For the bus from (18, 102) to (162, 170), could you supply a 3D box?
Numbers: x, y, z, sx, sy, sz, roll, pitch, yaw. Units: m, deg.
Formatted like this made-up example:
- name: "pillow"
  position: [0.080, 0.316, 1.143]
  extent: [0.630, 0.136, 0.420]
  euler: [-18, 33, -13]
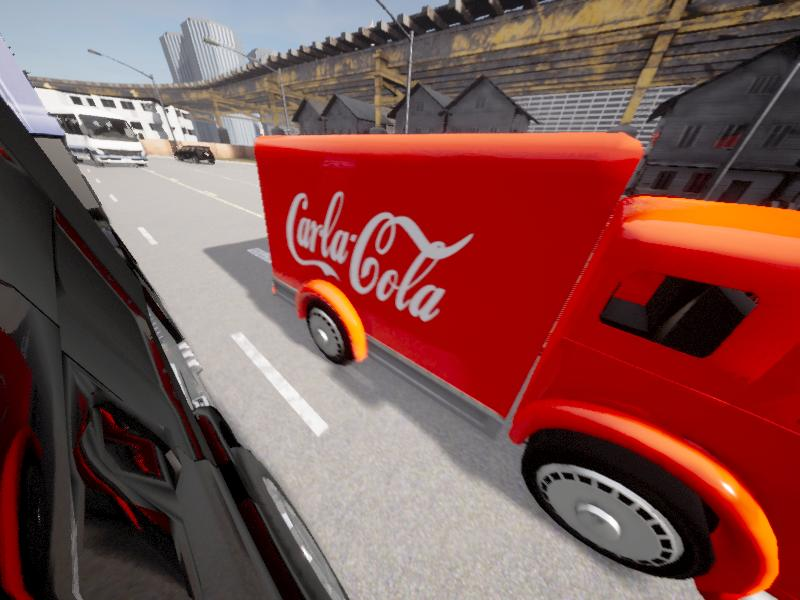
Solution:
- name: "bus"
  position: [-28.063, -14.772, 21.122]
  extent: [10.273, 4.253, 3.944]
  euler: [17, 33, 20]

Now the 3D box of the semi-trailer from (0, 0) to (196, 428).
- name: "semi-trailer"
  position: [-8.724, -3.344, 4.524]
  extent: [14.254, 4.402, 2.717]
  euler: [25, 37, 32]

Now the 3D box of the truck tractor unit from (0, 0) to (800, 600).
- name: "truck tractor unit"
  position: [-2.645, -0.295, 0.352]
  extent: [6.516, 4.208, 3.053]
  euler: [28, 44, 30]

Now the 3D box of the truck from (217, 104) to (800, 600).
- name: "truck"
  position: [0.874, -0.236, 2.550]
  extent: [5.204, 2.467, 2.627]
  euler: [26, 38, 31]

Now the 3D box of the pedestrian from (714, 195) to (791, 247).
- name: "pedestrian"
  position: [14.464, -3.261, 9.569]
  extent: [0.751, 1.860, 0.751]
  euler: [20, 35, 24]

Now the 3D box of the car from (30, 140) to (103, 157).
- name: "car"
  position: [-42.769, -19.463, 29.767]
  extent: [5.357, 1.411, 2.033]
  euler: [1, 32, -5]

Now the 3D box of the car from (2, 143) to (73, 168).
- name: "car"
  position: [-29.498, -11.771, 18.806]
  extent: [5.357, 1.411, 2.033]
  euler: [20, 35, 24]

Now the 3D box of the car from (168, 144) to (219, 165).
- name: "car"
  position: [-27.698, -19.557, 31.037]
  extent: [5.566, 2.045, 2.150]
  euler: [15, 33, 17]
